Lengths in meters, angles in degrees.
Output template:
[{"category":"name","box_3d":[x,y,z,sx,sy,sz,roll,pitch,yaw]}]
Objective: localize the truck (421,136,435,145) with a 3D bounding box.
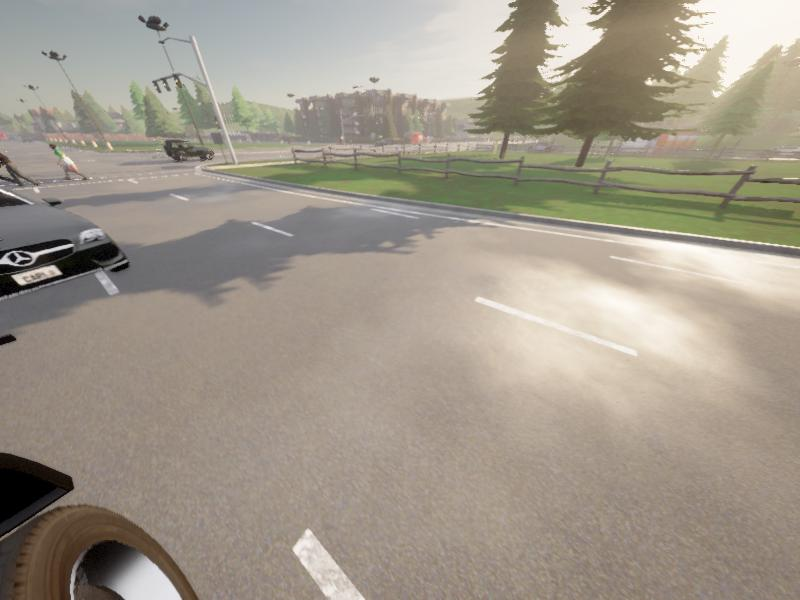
[{"category":"truck","box_3d":[10.464,-59.912,86.677,2.627,2.467,5.204,22,41,28]}]

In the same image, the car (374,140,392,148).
[{"category":"car","box_3d":[-4.376,-40.490,59.866,1.837,1.490,4.892,23,41,28]}]

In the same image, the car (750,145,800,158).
[{"category":"car","box_3d":[59.924,-23.437,36.343,4.974,1.542,2.038,22,41,28]}]

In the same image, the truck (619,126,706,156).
[{"category":"truck","box_3d":[42.964,-26.401,38.420,8.468,3.827,2.891,22,41,28]}]

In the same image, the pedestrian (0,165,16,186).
[{"category":"pedestrian","box_3d":[-21.029,-6.849,11.717,0.751,1.860,0.751,24,42,30]}]

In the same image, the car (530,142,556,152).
[{"category":"car","box_3d":[29.065,-31.217,47.009,3.988,1.617,1.851,22,41,28]}]

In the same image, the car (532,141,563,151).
[{"category":"car","box_3d":[31.414,-32.722,49.153,5.027,1.651,2.152,22,41,28]}]

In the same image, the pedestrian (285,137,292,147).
[{"category":"pedestrian","box_3d":[-26.404,-37.430,54.682,0.751,1.860,0.751,25,42,31]}]

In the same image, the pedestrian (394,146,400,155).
[{"category":"pedestrian","box_3d":[-0.410,-20.502,31.660,0.500,1.100,0.500,25,42,31]}]

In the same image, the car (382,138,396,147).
[{"category":"car","box_3d":[-3.206,-45.046,66.010,1.905,1.878,3.866,23,41,28]}]

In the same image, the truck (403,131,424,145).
[{"category":"truck","box_3d":[4.791,-55.774,79.581,2.891,3.827,8.468,22,41,28]}]

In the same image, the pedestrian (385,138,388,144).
[{"category":"pedestrian","box_3d":[-4.626,-54.146,78.579,0.751,1.860,0.751,11,37,14]}]

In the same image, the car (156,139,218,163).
[{"category":"car","box_3d":[-21.722,-15.354,23.764,1.905,1.878,3.866,23,41,28]}]

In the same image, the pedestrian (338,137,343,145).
[{"category":"pedestrian","box_3d":[-16.674,-44.183,64.346,0.751,1.860,0.751,21,40,27]}]

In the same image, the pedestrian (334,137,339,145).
[{"category":"pedestrian","box_3d":[-17.591,-44.057,64.158,0.751,1.860,0.751,26,43,32]}]

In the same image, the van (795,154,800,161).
[{"category":"van","box_3d":[54.441,-18.448,28.876,4.442,1.987,1.775,22,41,28]}]

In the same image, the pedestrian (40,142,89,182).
[{"category":"pedestrian","box_3d":[-18.872,-7.771,13.045,0.751,1.860,0.751,27,43,33]}]

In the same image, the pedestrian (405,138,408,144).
[{"category":"pedestrian","box_3d":[2.484,-59.794,86.649,0.751,1.860,0.751,21,40,27]}]

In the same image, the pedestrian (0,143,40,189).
[{"category":"pedestrian","box_3d":[-19.175,-6.569,11.341,0.751,1.860,0.751,20,40,26]}]

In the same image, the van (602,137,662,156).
[{"category":"van","box_3d":[38.002,-25.399,38.160,6.366,2.431,2.351,22,41,28]}]

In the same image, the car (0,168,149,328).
[{"category":"car","box_3d":[-7.694,-1.248,4.182,5.027,1.651,2.152,16,38,21]}]

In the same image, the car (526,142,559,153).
[{"category":"car","box_3d":[27.366,-29.451,44.476,4.856,1.649,2.033,22,41,28]}]

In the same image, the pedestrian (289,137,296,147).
[{"category":"pedestrian","box_3d":[-25.792,-37.972,55.456,0.751,1.860,0.751,26,42,31]}]
